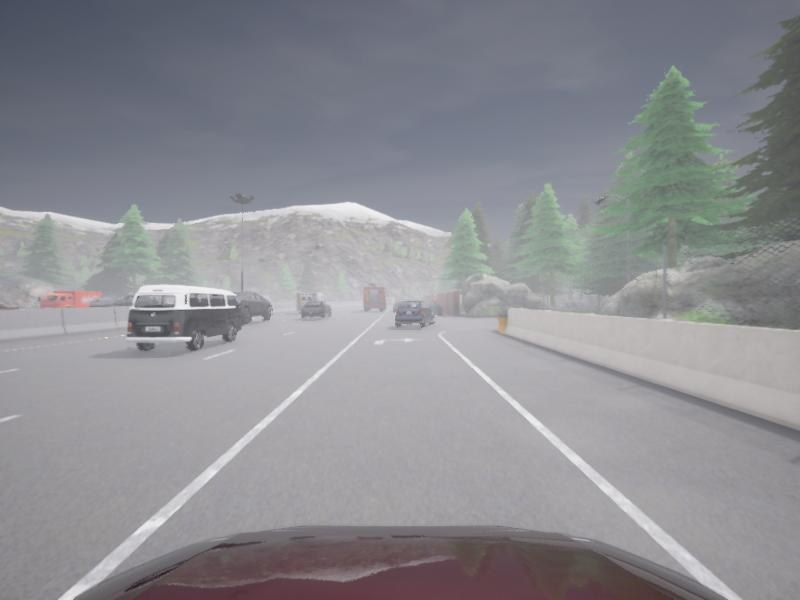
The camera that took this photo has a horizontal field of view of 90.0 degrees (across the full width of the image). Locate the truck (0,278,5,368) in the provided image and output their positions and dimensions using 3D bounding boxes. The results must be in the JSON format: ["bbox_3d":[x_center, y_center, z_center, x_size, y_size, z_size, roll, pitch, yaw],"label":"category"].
[{"bbox_3d":[-10.499,0.540,6.285,2.390,2.098,6.274,0,0,0],"label":"truck"}]

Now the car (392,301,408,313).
[{"bbox_3d":[-0.001,0.891,51.815,1.994,1.385,4.181,0,0,0],"label":"car"}]

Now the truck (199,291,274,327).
[{"bbox_3d":[-10.499,0.535,26.435,2.390,2.098,6.274,0,0,0],"label":"truck"}]

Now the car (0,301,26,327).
[{"bbox_3d":[-24.499,0.815,22.670,1.882,1.535,5.008,0,0,0],"label":"car"}]

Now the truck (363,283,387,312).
[{"bbox_3d":[-3.494,-0.340,57.923,2.891,3.827,8.468,0,0,0],"label":"truck"}]

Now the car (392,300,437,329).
[{"bbox_3d":[0.957,0.807,23.788,1.789,1.549,3.705,-1,0,16],"label":"car"}]

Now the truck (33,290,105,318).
[{"bbox_3d":[-31.498,0.347,38.366,2.627,2.467,5.204,0,0,0],"label":"truck"}]

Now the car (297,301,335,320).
[{"bbox_3d":[-6.996,0.826,33.798,2.128,1.511,4.902,0,0,0],"label":"car"}]

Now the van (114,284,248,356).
[{"bbox_3d":[-7.001,0.567,13.501,2.069,2.038,4.480,0,0,0],"label":"van"}]

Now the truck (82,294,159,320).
[{"bbox_3d":[-24.462,0.531,35.450,2.390,2.098,6.274,0,0,0],"label":"truck"}]

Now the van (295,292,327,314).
[{"bbox_3d":[-10.496,0.362,47.743,2.351,2.431,6.366,0,0,0],"label":"van"}]

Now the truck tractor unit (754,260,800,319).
[{"bbox_3d":[31.325,-0.724,30.127,6.516,4.208,3.053,0,0,1],"label":"truck tractor unit"}]
